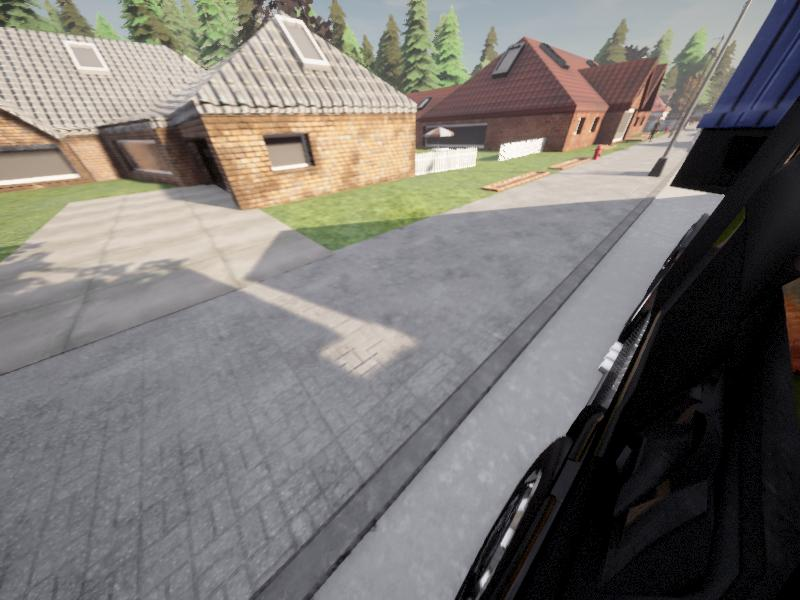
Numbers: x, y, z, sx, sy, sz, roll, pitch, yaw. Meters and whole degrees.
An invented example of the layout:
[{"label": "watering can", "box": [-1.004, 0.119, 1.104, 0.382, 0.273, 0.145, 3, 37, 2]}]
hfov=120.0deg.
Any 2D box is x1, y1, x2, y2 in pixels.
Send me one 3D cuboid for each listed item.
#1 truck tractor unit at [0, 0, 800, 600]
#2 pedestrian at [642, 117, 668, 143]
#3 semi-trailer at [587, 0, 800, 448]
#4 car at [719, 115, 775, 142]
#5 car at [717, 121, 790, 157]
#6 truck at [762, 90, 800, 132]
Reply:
[{"label": "truck tractor unit", "box": [2.645, -0.295, 0.351, 6.516, 4.208, 3.053, -28, 44, -30]}, {"label": "pedestrian", "box": [23.434, -15.579, 21.240, 0.751, 1.860, 0.751, -24, 42, -26]}, {"label": "semi-trailer", "box": [10.012, -1.949, 1.913, 14.254, 4.402, 2.717, -8, 36, -6]}, {"label": "car", "box": [31.665, -15.776, 21.231, 4.553, 1.767, 2.097, -30, 44, -31]}, {"label": "car", "box": [22.441, -10.419, 14.836, 5.366, 1.575, 1.801, -29, 44, -31]}, {"label": "truck", "box": [48.599, -23.061, 28.186, 8.468, 3.827, 2.891, -30, 44, -31]}]
